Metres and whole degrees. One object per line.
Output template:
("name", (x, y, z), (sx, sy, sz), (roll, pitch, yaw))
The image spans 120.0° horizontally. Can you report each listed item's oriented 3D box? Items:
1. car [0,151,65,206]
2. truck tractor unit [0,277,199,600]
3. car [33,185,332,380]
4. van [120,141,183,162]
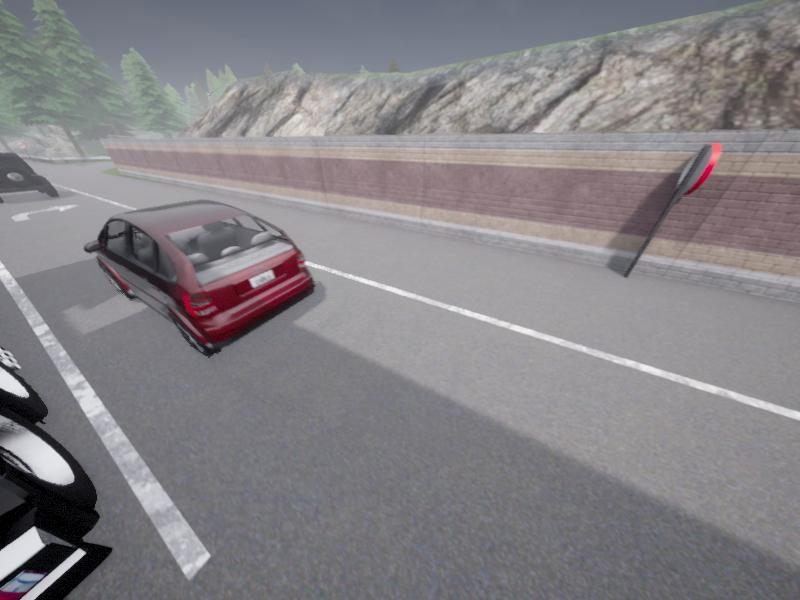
("car", (-18.360, -5.778, 10.774), (3.866, 1.878, 1.905), (18, 39, 24))
("truck tractor unit", (-5.134, -0.278, 0.746), (6.516, 4.208, 3.053), (17, 39, 23))
("car", (-3.220, -0.678, 3.634), (3.705, 1.549, 1.789), (18, 39, 24))
("van", (-30.754, -18.590, 28.787), (2.069, 2.038, 4.480), (18, 38, 24))
